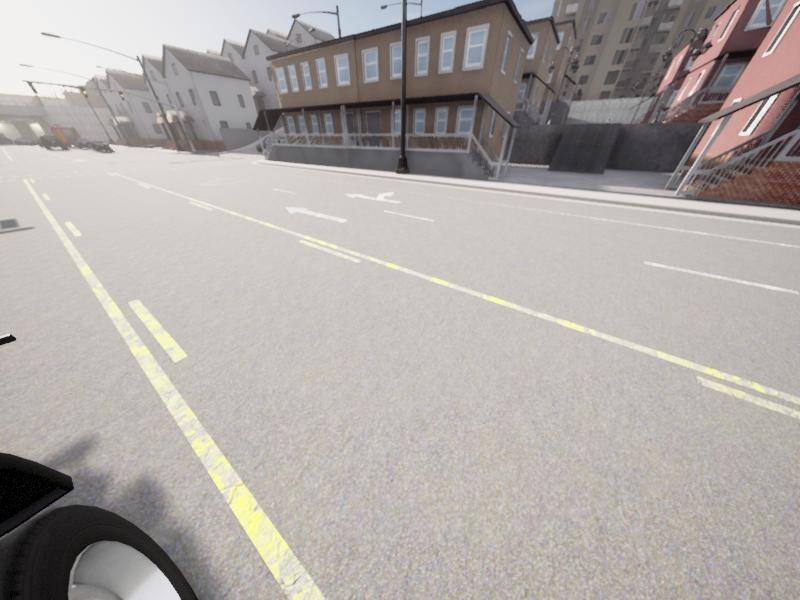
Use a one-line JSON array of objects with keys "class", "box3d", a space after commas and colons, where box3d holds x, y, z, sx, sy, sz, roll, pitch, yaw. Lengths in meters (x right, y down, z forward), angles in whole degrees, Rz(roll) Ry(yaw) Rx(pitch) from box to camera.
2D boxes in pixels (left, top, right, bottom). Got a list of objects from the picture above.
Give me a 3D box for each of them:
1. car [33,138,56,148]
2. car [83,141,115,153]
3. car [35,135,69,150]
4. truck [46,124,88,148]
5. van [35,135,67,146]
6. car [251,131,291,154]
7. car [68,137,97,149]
[{"class": "car", "box3d": [-72.980, -32.275, 47.459, 4.892, 1.490, 1.837, 22, 41, 28]}, {"class": "car", "box3d": [-47.620, -24.320, 36.563, 5.357, 1.411, 2.033, 22, 41, 28]}, {"class": "car", "box3d": [-61.132, -27.652, 40.569, 5.566, 2.045, 2.150, 22, 41, 28]}, {"class": "truck", "box3d": [-70.276, -34.599, 48.752, 8.468, 3.827, 2.891, 22, 41, 28]}, {"class": "van", "box3d": [-82.414, -37.673, 54.529, 4.480, 2.038, 2.069, 10, 36, 14]}, {"class": "car", "box3d": [-19.259, -23.614, 34.609, 1.882, 1.535, 5.008, 21, 56, 27]}, {"class": "car", "box3d": [-59.005, -29.145, 42.916, 4.553, 1.767, 2.097, 22, 41, 28]}]
